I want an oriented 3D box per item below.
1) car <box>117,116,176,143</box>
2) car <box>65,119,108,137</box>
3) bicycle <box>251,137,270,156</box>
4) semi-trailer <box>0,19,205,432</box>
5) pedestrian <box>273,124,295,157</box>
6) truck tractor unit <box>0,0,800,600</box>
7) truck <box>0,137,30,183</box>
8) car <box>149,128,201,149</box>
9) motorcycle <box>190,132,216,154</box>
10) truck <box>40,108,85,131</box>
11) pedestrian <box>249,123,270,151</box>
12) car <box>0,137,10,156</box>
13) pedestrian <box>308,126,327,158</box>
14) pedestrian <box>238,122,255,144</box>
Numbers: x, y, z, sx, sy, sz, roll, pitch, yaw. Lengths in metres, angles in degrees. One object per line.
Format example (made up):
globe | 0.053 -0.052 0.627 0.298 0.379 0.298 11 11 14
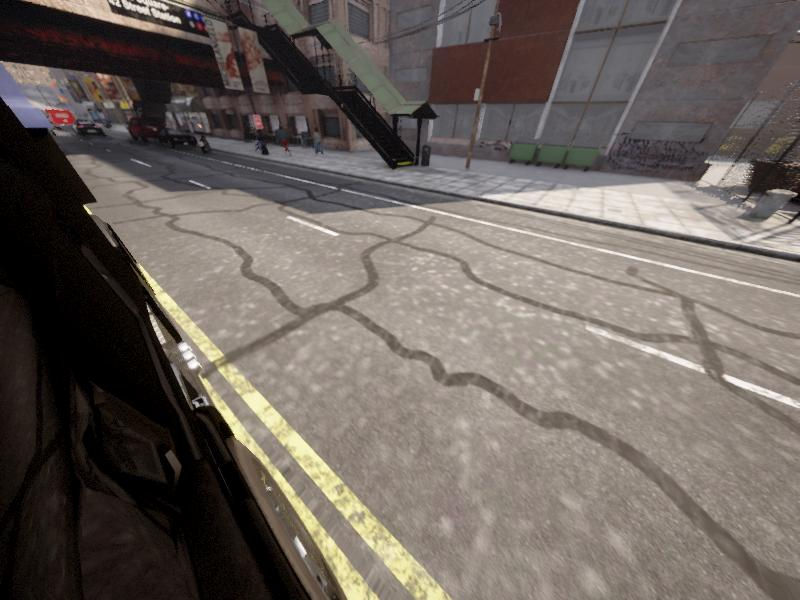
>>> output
car | -26.453 -17.818 24.153 5.566 2.045 2.435 25 42 27
car | -37.053 -20.331 27.280 4.974 1.542 2.038 25 42 27
bicycle | -10.291 -11.303 17.008 1.643 1.024 0.373 25 32 27
semi-trailer | -8.901 -3.456 4.021 14.254 4.402 2.717 26 42 28
pedestrian | -8.243 -11.366 16.499 0.751 1.860 0.751 26 43 28
truck tractor unit | -2.645 -0.295 0.351 6.516 4.208 3.053 28 44 30
truck | -17.464 -6.040 8.938 6.274 2.098 2.390 25 42 28
car | -20.488 -14.745 21.020 4.718 1.301 1.895 25 42 27
motorcycle | -15.241 -12.238 17.975 0.764 1.277 2.356 -13 40 -20
truck | -51.315 -27.423 35.106 5.204 2.467 2.627 25 42 27
pedestrian | -11.453 -13.285 18.869 0.751 1.860 0.751 22 41 24
car | -25.478 -9.671 13.636 5.238 1.638 1.930 25 42 28
pedestrian | -5.978 -11.527 16.855 0.751 1.860 0.751 28 44 30
pedestrian | -16.119 -17.576 24.324 0.751 1.860 0.751 22 41 24
